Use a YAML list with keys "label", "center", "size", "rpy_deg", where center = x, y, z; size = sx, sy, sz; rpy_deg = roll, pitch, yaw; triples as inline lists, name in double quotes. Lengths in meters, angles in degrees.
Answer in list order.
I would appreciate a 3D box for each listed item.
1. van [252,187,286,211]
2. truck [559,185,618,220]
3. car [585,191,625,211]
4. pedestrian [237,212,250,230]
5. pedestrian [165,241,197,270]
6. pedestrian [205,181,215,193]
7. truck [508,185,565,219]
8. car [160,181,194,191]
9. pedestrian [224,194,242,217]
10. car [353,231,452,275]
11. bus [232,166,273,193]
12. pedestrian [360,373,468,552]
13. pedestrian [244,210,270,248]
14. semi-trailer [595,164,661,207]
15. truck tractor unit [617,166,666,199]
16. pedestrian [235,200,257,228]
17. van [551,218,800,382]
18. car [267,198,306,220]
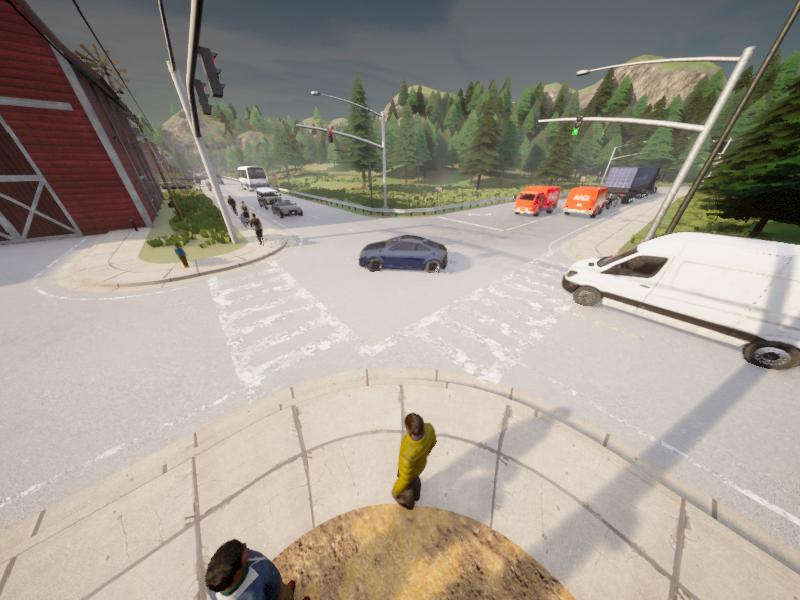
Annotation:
- label: "van"
  center: [-15.018, -11.625, 26.442]
  size: [2.069, 2.038, 4.480]
  rpy_deg: [-22, 37, -33]
- label: "truck"
  center: [18.192, -9.531, 22.327]
  size: [5.204, 2.467, 2.627]
  rpy_deg: [-23, 37, -34]
- label: "car"
  center: [23.817, -11.551, 26.810]
  size: [4.902, 1.511, 2.128]
  rpy_deg: [-23, 37, -33]
- label: "pedestrian"
  center: [-11.480, -5.821, 16.977]
  size: [0.500, 1.100, 0.500]
  rpy_deg: [-15, 33, -24]
- label: "pedestrian"
  center: [-9.681, -1.971, 10.255]
  size: [0.500, 1.100, 0.500]
  rpy_deg: [9, 31, 15]
- label: "pedestrian"
  center: [-33.472, -19.930, 40.655]
  size: [0.751, 1.860, 0.751]
  rpy_deg: [-21, 36, -32]
- label: "truck"
  center: [13.467, -9.808, 22.806]
  size: [5.204, 2.467, 2.627]
  rpy_deg: [-23, 37, -34]
- label: "car"
  center: [-45.444, -23.247, 47.133]
  size: [4.792, 1.488, 2.163]
  rpy_deg: [-24, 37, -35]
- label: "pedestrian"
  center: [-15.288, -8.669, 21.149]
  size: [0.751, 1.860, 0.751]
  rpy_deg: [-22, 37, -33]
- label: "car"
  center: [0.153, -2.279, 10.894]
  size: [4.181, 1.385, 1.994]
  rpy_deg: [3, 30, 4]
- label: "bus"
  center: [-28.845, -23.616, 45.001]
  size: [3.944, 4.253, 10.273]
  rpy_deg: [-22, 37, -33]
- label: "pedestrian"
  center: [0.141, 1.936, 2.746]
  size: [0.751, 1.860, 0.751]
  rpy_deg: [26, 39, 37]
- label: "pedestrian"
  center: [-8.046, -4.015, 13.060]
  size: [0.751, 1.860, 0.751]
  rpy_deg: [-17, 34, -26]
- label: "semi-trailer"
  center: [31.133, -15.801, 31.243]
  size: [14.254, 4.402, 2.717]
  rpy_deg: [-22, 37, -34]
- label: "truck tractor unit"
  center: [37.249, -18.221, 35.643]
  size: [6.516, 4.208, 3.053]
  rpy_deg: [-22, 37, -33]
- label: "pedestrian"
  center: [-11.527, -6.474, 17.349]
  size: [0.751, 1.860, 0.751]
  rpy_deg: [-23, 37, -34]
- label: "van"
  center: [8.312, -0.453, 6.595]
  size: [1.988, 2.561, 5.915]
  rpy_deg: [-22, 37, -33]
- label: "car"
  center: [-11.084, -8.948, 22.479]
  size: [1.994, 1.385, 4.181]
  rpy_deg: [-22, 37, -33]
